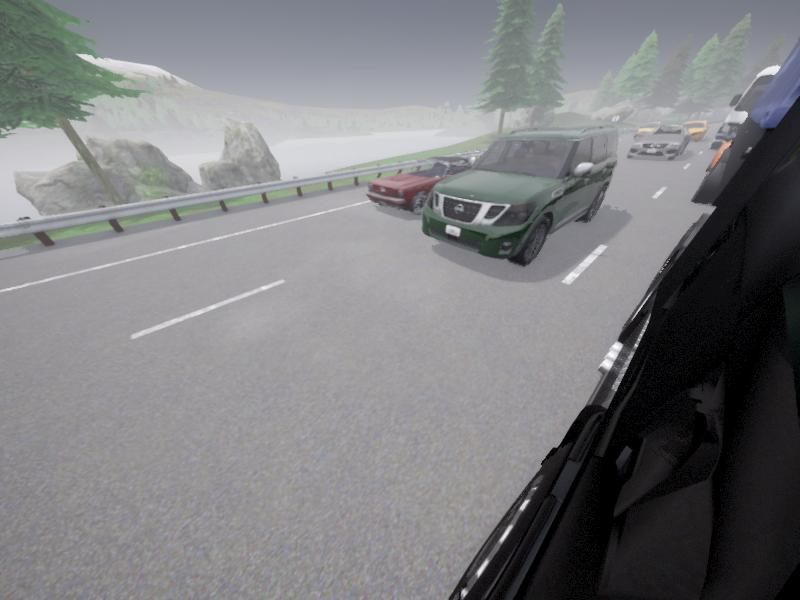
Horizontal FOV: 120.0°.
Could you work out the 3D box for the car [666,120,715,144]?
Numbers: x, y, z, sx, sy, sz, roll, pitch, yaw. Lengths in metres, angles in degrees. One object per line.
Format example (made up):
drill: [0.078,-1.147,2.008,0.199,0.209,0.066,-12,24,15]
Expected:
car: [26.756,-15.516,21.250,5.008,1.535,1.882,-29,44,-30]

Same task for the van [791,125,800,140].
van: [34.929,-14.578,19.092,4.442,1.987,1.775,-28,44,-30]

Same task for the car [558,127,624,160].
car: [13.129,-10.793,15.876,4.514,1.525,2.007,-29,44,-30]

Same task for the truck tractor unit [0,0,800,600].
truck tractor unit: [2.645,-0.295,0.352,6.516,4.208,3.053,-28,44,-30]

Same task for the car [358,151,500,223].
car: [1.169,-4.105,7.960,4.718,1.301,1.895,-29,44,-30]

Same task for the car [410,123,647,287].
car: [3.016,-2.651,5.283,5.566,2.045,2.150,-29,44,-30]

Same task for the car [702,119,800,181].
car: [15.414,-6.598,9.938,4.553,1.767,2.097,-29,44,-30]

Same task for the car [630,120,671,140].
car: [27.911,-18.937,25.688,5.366,1.575,1.801,-28,44,-30]

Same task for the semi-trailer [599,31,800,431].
semi-trailer: [8.634,-3.659,4.274,14.254,4.402,2.717,-29,44,-30]

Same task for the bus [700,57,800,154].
bus: [25.311,-12.969,15.705,10.273,4.253,3.944,-29,44,-31]

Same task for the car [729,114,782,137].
car: [36.444,-17.904,23.678,4.611,1.667,2.242,-26,43,-28]

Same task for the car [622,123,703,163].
car: [16.051,-9.662,14.099,5.027,1.651,2.152,-29,44,-30]
